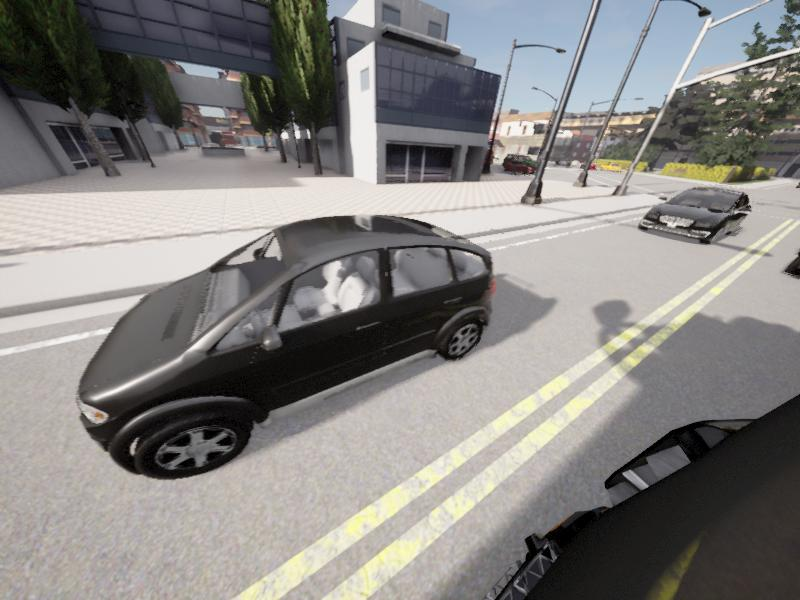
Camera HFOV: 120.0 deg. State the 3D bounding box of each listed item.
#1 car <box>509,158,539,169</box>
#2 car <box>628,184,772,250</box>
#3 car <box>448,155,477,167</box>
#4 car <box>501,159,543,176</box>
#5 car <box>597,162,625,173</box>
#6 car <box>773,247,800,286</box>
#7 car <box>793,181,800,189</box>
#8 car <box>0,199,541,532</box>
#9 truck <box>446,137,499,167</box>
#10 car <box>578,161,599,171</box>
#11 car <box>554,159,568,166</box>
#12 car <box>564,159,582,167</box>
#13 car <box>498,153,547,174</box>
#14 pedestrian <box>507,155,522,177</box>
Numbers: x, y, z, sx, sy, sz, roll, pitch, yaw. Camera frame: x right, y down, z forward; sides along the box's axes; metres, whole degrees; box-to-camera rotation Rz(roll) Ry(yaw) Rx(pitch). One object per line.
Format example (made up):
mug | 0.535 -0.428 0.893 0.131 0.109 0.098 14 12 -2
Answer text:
car | 22.696 -25.188 42.471 1.994 1.385 4.181 -16 39 -26
car | 10.799 -3.172 8.310 4.892 1.490 1.837 -15 38 -26
car | 9.950 -22.457 37.256 1.994 1.385 4.181 -15 39 -25
car | 15.480 -16.996 29.518 1.816 1.474 4.193 -16 38 -26
car | 42.621 -26.950 46.786 1.801 1.575 5.366 10 34 11
car | 11.468 -1.205 5.232 4.611 1.667 2.242 -16 38 -26
car | 54.389 -15.377 30.210 5.027 1.651 2.152 -16 38 -26
car | -0.718 -0.006 2.522 3.705 1.549 1.789 -15 38 -25
truck | 12.076 -25.385 39.564 2.891 3.827 8.468 -16 39 -26
car | 39.432 -28.143 48.407 1.970 1.475 3.806 11 34 12
car | 44.187 -37.871 63.499 1.970 1.475 3.806 10 34 11
car | 48.042 -38.294 64.328 2.152 1.651 5.027 10 34 11
car | 17.220 -19.420 32.782 2.150 2.045 5.566 -16 38 -26
pedestrian | 11.950 -13.993 24.099 0.751 1.860 0.751 25 39 29
